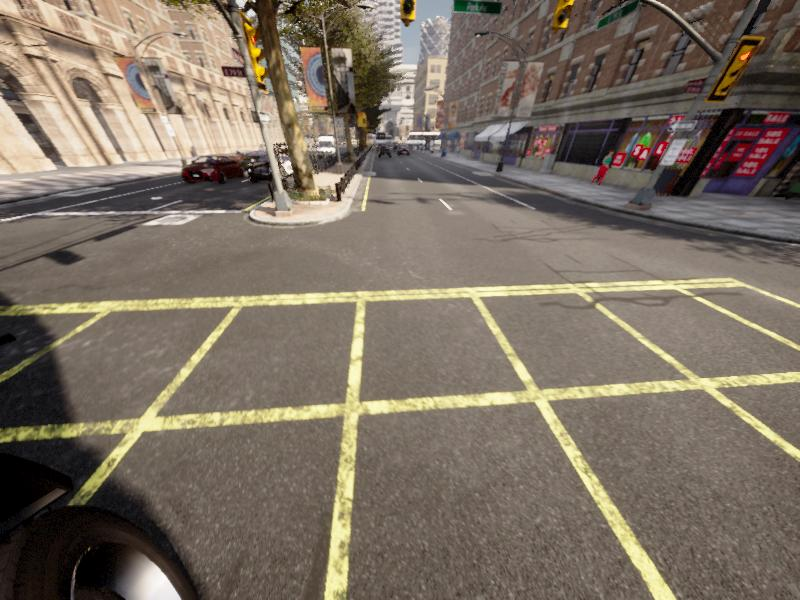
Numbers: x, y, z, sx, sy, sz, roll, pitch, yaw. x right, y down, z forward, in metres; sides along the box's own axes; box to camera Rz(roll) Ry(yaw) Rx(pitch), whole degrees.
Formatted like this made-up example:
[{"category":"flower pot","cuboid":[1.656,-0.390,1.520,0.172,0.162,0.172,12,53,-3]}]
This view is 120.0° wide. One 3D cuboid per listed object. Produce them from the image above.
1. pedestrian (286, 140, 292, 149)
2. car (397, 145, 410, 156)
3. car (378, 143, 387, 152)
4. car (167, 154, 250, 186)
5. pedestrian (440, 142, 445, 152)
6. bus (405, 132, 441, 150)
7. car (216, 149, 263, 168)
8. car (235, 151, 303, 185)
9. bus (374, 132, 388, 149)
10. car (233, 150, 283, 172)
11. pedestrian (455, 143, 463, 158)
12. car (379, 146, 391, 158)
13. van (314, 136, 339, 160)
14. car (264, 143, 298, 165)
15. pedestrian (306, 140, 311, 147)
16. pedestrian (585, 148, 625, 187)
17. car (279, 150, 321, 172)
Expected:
[{"category":"pedestrian","cuboid":[-26.510,-37.159,55.263,0.751,1.860,0.751,-4,35,-7]},{"category":"car","cuboid":[0.549,-27.411,42.271,2.038,1.542,4.974,-2,35,-4]},{"category":"car","cuboid":[-4.169,-35.966,54.458,2.033,1.649,4.856,-2,35,-4]},{"category":"car","cuboid":[-11.787,-8.371,14.685,1.994,1.385,4.181,-2,35,-4]},{"category":"pedestrian","cuboid":[9.565,-34.386,51.910,0.751,1.860,0.751,-1,35,-2]},{"category":"bus","cuboid":[6.871,-48.188,70.002,10.273,4.253,3.944,5,35,7]},{"category":"car","cuboid":[-15.891,-14.314,23.250,1.895,1.301,4.718,-2,35,-4]},{"category":"car","cuboid":[-8.353,-8.886,15.348,2.038,1.542,4.974,-2,35,-4]},{"category":"bus","cuboid":[-6.121,-50.021,72.419,3.944,4.253,10.273,-2,35,-4]},{"category":"car","cuboid":[-12.351,-12.394,20.485,1.994,1.385,4.181,-1,35,-3]},{"category":"pedestrian","cuboid":[8.854,-22.526,34.765,0.751,1.860,0.751,-3,35,-6]},{"category":"car","cuboid":[-2.480,-24.024,37.354,1.837,1.490,4.892,-2,35,-4]},{"category":"van","cuboid":[-10.013,-21.078,32.044,1.988,2.561,5.915,-2,35,-4]},{"category":"car","cuboid":[-12.840,-16.008,25.237,1.905,1.878,3.866,-2,35,-4]},{"category":"pedestrian","cuboid":[-27.707,-47.461,70.122,0.751,1.860,0.751,2,35,1]},{"category":"pedestrian","cuboid":[11.534,-7.463,13.053,0.751,1.860,0.751,-1,35,-2]},{"category":"car","cuboid":[-8.920,-12.880,21.228,2.033,1.411,5.357,-2,35,-4]}]
